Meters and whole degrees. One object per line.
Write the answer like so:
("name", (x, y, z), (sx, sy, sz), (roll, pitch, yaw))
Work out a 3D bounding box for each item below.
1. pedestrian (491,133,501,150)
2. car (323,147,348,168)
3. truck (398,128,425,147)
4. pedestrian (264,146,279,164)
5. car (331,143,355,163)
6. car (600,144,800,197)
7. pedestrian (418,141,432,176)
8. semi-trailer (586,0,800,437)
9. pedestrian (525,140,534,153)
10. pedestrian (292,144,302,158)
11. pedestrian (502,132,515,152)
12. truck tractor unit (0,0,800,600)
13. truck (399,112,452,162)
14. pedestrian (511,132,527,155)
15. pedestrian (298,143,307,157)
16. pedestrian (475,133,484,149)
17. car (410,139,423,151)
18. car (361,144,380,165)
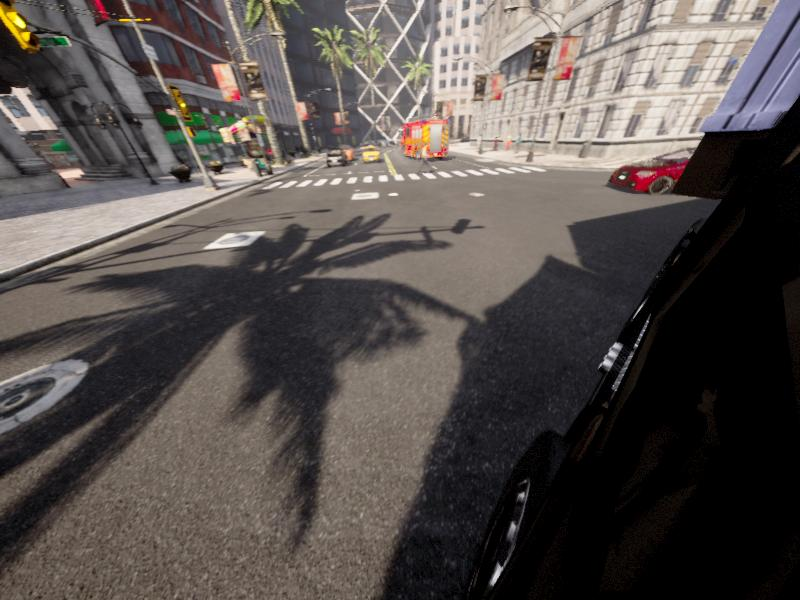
("pedestrian", (12.778, -21.159, 30.804), (0.751, 1.860, 0.751), (-4, 35, -1))
("car", (-6.536, -14.701, 23.788), (1.789, 1.549, 3.705), (-5, 35, -2))
("truck", (3.317, -45.119, 64.018), (2.891, 3.827, 8.468), (24, 43, 33))
("pedestrian", (-15.713, -17.752, 28.260), (0.751, 1.860, 0.751), (-2, 35, 2))
("car", (-7.027, -18.478, 28.956), (2.097, 1.767, 4.553), (-5, 35, -2))
("car", (10.679, -4.845, 8.647), (4.181, 1.385, 1.994), (3, 36, 8))
("pedestrian", (1.597, -9.097, 14.912), (0.751, 1.860, 0.751), (-7, 35, -5))
("semi-trailer", (9.740, -2.538, 2.795), (14.254, 4.402, 2.717), (-14, 36, -15))
("pedestrian", (13.582, -16.092, 24.237), (0.500, 1.100, 0.500), (0, 35, 4))
("pedestrian", (-16.105, -23.364, 36.223), (0.751, 1.860, 0.751), (-1, 35, 3))
("pedestrian", (12.745, -18.537, 27.100), (0.751, 1.860, 0.751), (-4, 35, -1))
("truck tractor unit", (2.645, -0.295, 0.351), (6.516, 4.208, 3.053), (-28, 44, -30))
("truck", (2.446, -18.001, 25.766), (2.891, 3.827, 8.468), (-11, 36, -10))
("pedestrian", (11.944, -15.799, 23.295), (0.751, 1.860, 0.751), (-7, 35, -6))
("pedestrian", (-16.318, -25.187, 38.816), (0.751, 1.860, 0.751), (0, 35, 4))
("pedestrian", (11.560, -23.151, 33.716), (0.751, 1.860, 0.751), (-5, 35, -3))
("car", (3.219, -28.976, 43.124), (2.152, 1.651, 5.027), (2, 35, 7))
("car", (-3.223, -16.434, 25.949), (1.801, 1.575, 5.366), (-5, 35, -2))
